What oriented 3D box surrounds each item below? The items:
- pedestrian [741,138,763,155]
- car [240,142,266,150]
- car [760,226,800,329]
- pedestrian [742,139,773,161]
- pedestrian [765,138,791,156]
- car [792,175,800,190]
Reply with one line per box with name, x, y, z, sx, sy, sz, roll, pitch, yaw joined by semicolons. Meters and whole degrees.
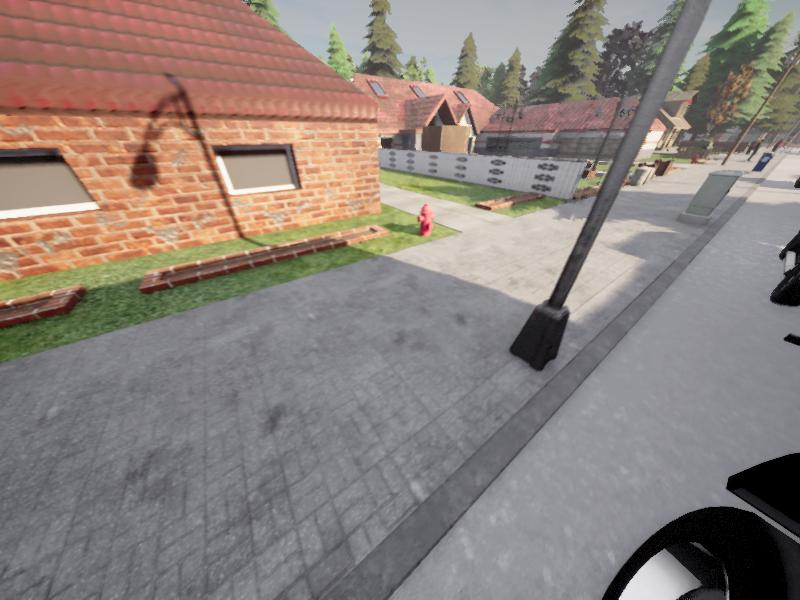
pedestrian;45.475;-19.823;29.837;0.751;1.860;0.751;-23;41;-28
car;-37.873;-39.740;59.498;5.238;1.638;1.930;-22;41;-28
car;7.898;-0.821;3.385;4.605;1.855;1.932;-22;41;-28
pedestrian;35.224;-14.806;22.801;0.751;1.860;0.751;26;43;32
pedestrian;46.692;-18.918;28.544;0.751;1.860;0.751;-29;44;-35
car;22.073;-6.605;11.462;3.866;1.878;1.905;-23;41;-27
